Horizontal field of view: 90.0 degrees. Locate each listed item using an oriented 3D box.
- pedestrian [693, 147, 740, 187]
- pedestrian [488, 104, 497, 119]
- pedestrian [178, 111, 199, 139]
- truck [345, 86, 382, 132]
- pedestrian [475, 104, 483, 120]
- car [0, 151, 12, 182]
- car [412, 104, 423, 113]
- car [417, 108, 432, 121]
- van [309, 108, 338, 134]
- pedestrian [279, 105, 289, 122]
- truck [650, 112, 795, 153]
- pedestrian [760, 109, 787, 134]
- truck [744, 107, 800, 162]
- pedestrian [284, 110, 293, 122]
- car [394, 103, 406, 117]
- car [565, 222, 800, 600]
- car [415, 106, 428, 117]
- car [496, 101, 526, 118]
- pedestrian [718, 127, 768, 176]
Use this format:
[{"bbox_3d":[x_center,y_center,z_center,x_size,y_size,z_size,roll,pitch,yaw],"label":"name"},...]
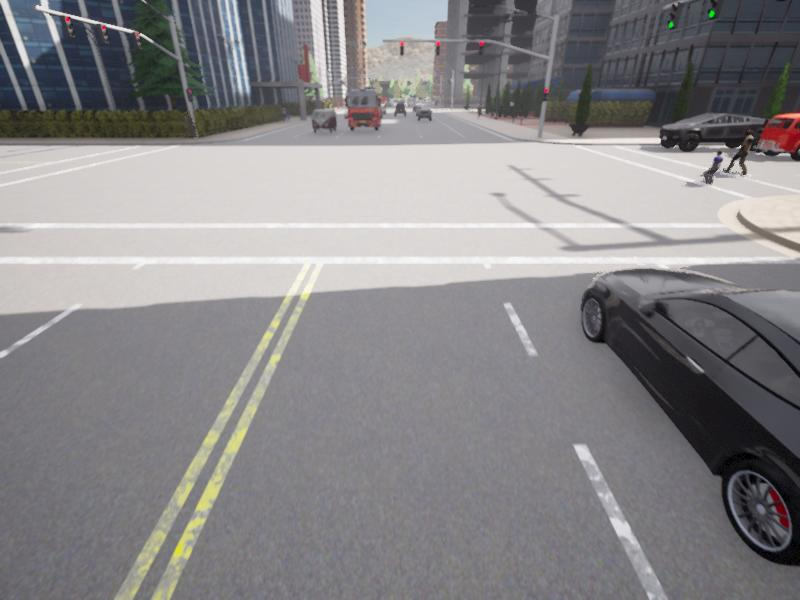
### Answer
[{"bbox_3d":[11.755,-4.964,14.892,0.751,1.300,0.751,-1,27,-1],"label":"pedestrian"},{"bbox_3d":[12.498,-25.466,54.087,0.751,1.860,0.751,-7,28,-13],"label":"pedestrian"},{"bbox_3d":[-15.701,-12.988,29.717,0.751,1.860,0.751,1,27,1],"label":"pedestrian"},{"bbox_3d":[-3.474,-19.446,40.563,2.891,3.827,8.468,0,27,0],"label":"truck"},{"bbox_3d":[10.422,-24.771,52.729,0.751,1.860,0.751,-2,27,-4],"label":"pedestrian"},{"bbox_3d":[-17.692,-5.220,15.263,3.633,1.501,1.845,2,27,3],"label":"car"},{"bbox_3d":[3.569,-39.461,82.256,1.882,1.535,5.008,0,27,0],"label":"car"},{"bbox_3d":[3.401,-26.083,56.108,1.837,1.490,4.892,1,27,2],"label":"car"},{"bbox_3d":[-6.969,-16.541,36.905,1.775,1.987,4.442,0,27,0],"label":"van"},{"bbox_3d":[-14.142,-22.752,48.833,0.751,1.860,0.751,0,27,0],"label":"pedestrian"},{"bbox_3d":[19.349,-10.226,24.353,6.274,2.098,2.390,0,27,1],"label":"truck"},{"bbox_3d":[30.569,-14.623,32.768,0.751,1.860,0.751,-4,27,-7],"label":"pedestrian"},{"bbox_3d":[22.247,-8.785,21.108,5.204,2.467,2.627,0,27,1],"label":"truck"},{"bbox_3d":[-13.827,-22.816,49.574,0.751,1.300,0.751,4,27,7],"label":"pedestrian"},{"bbox_3d":[0.057,-31.680,66.660,1.905,1.878,3.866,0,27,0],"label":"car"},{"bbox_3d":[3.503,0.607,3.896,1.812,1.442,4.674,0,27,0],"label":"car"},{"bbox_3d":[3.556,-31.731,67.279,1.970,1.475,3.806,0,27,0],"label":"car"},{"bbox_3d":[16.671,-28.549,59.932,2.390,2.098,6.274,15,31,27],"label":"car"},{"bbox_3d":[14.241,-6.183,16.658,0.751,1.860,0.751,-4,27,-8],"label":"pedestrian"}]
